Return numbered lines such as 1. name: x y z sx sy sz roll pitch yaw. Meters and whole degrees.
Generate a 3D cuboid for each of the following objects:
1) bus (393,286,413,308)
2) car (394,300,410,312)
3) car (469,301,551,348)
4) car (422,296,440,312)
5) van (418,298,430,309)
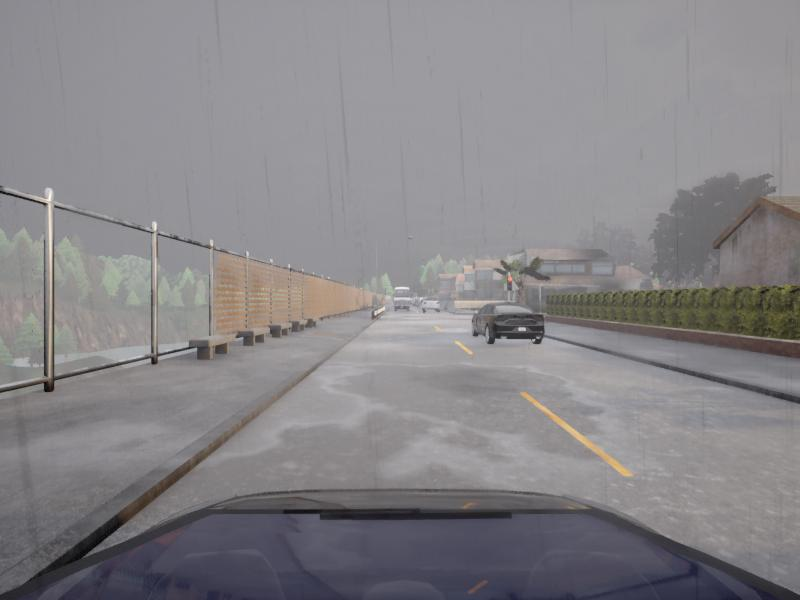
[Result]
1. bus: 0.551 -0.539 83.810 3.944 4.253 10.273 0 0 0
2. car: 0.314 0.781 57.984 2.152 1.651 5.027 0 0 2
3. car: 4.085 0.823 15.817 1.882 1.535 5.008 0 0 0
4. car: 4.144 0.568 54.539 2.150 2.045 5.566 0 0 1
5. van: 4.382 0.574 74.475 2.069 2.038 4.480 0 0 0
